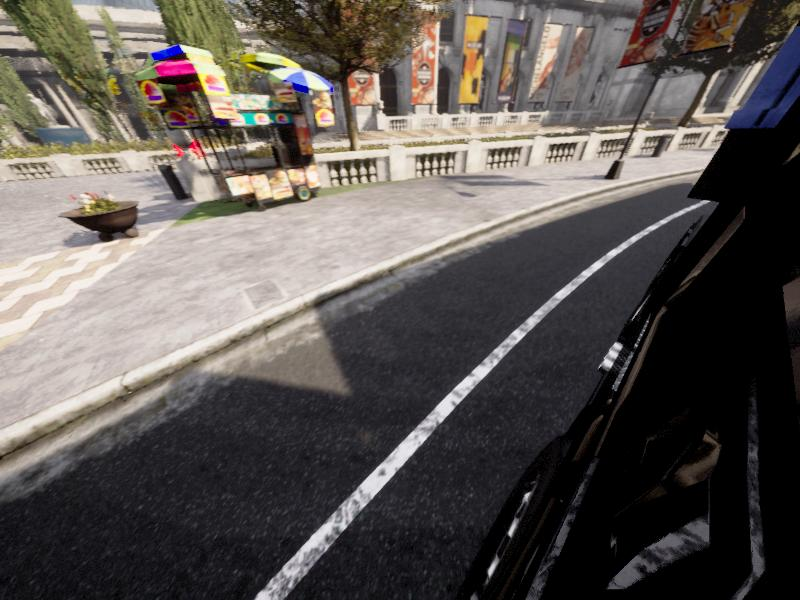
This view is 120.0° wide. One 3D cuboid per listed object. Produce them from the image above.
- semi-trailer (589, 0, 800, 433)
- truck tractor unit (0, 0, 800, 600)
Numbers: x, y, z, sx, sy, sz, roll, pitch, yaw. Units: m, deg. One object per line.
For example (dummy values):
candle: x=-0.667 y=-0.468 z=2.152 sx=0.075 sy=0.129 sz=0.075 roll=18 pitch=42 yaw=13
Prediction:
semi-trailer: x=9.267 y=-3.127 z=3.591 sx=14.254 sy=4.402 sz=2.717 roll=-21 pitch=40 yaw=-23
truck tractor unit: x=2.645 y=-0.295 z=0.351 sx=6.516 sy=4.208 sz=3.053 roll=-28 pitch=44 yaw=-30
